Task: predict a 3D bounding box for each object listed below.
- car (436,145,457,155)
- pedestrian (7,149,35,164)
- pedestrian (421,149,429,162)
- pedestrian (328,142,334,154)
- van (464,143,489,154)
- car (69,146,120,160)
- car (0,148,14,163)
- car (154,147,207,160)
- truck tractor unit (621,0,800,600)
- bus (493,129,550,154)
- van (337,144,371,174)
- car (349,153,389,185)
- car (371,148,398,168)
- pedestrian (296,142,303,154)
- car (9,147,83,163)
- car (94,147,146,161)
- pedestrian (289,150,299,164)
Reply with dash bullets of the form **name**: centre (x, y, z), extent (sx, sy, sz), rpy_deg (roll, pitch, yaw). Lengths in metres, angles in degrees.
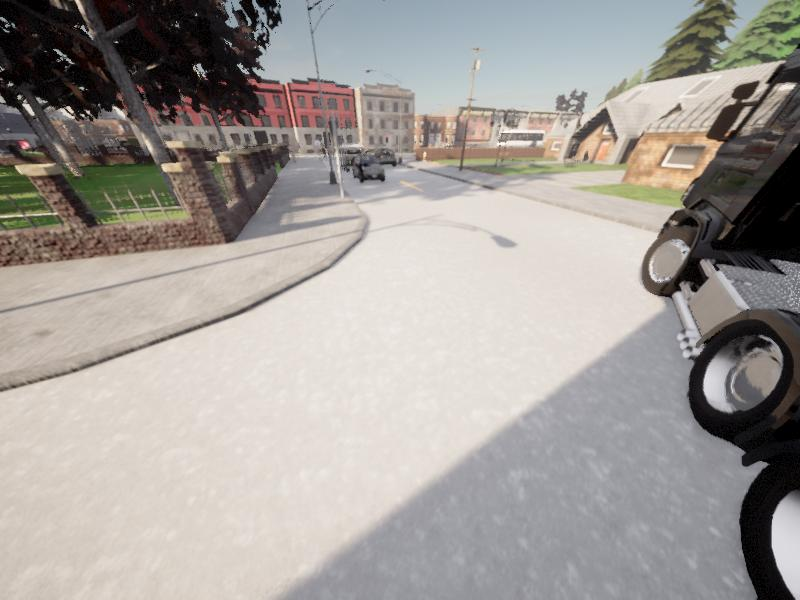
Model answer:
- **car**: centre (9.395, -30.485, 46.900), extent (3.633, 1.501, 1.845), rpy_deg (-11, 36, -15)
- **pedestrian**: centre (-41.286, -15.651, 25.179), extent (0.751, 1.300, 0.751), rpy_deg (-11, 36, -15)
- **pedestrian**: centre (2.980, -17.295, 27.726), extent (0.751, 1.300, 0.751), rpy_deg (-3, 35, -5)
- **pedestrian**: centre (-13.118, -28.841, 43.910), extent (0.751, 1.860, 0.751), rpy_deg (-15, 37, -20)
- **van**: centre (16.089, -31.938, 48.630), extent (4.442, 1.987, 1.775), rpy_deg (-11, 36, -15)
- **car**: centre (-42.708, -20.652, 32.440), extent (3.633, 1.501, 1.845), rpy_deg (-11, 36, -15)
- **car**: centre (-49.602, -16.932, 27.072), extent (3.806, 1.475, 1.970), rpy_deg (-10, 36, -15)
- **car**: centre (-30.501, -20.543, 32.366), extent (4.892, 1.490, 1.837), rpy_deg (-11, 36, -16)
- **truck tractor unit**: centre (4.547, -0.653, 1.288), extent (3.053, 4.208, 6.516), rpy_deg (22, 40, 28)
- **bus**: centre (26.563, -34.759, 50.762), extent (10.273, 4.253, 3.944), rpy_deg (-11, 36, -15)
- **van**: centre (-4.127, -12.534, 20.388), extent (2.069, 2.038, 4.480), rpy_deg (-11, 36, -15)
- **car**: centre (-2.160, -8.975, 15.689), extent (1.845, 1.501, 3.633), rpy_deg (-11, 36, -15)
- **car**: centre (-1.726, -15.429, 24.973), extent (1.851, 1.617, 3.988), rpy_deg (-11, 36, -15)
- **pedestrian**: centre (-18.835, -28.370, 43.204), extent (0.751, 1.860, 0.751), rpy_deg (-10, 36, -15)
- **car**: centre (-43.702, -18.067, 28.696), extent (4.514, 1.525, 2.007), rpy_deg (-11, 36, -15)
- **car**: centre (-36.884, -19.364, 30.579), extent (3.705, 1.549, 1.789), rpy_deg (-11, 36, -15)
- **pedestrian**: centre (-11.810, -15.946, 25.728), extent (0.751, 1.300, 0.751), rpy_deg (-11, 36, -15)
